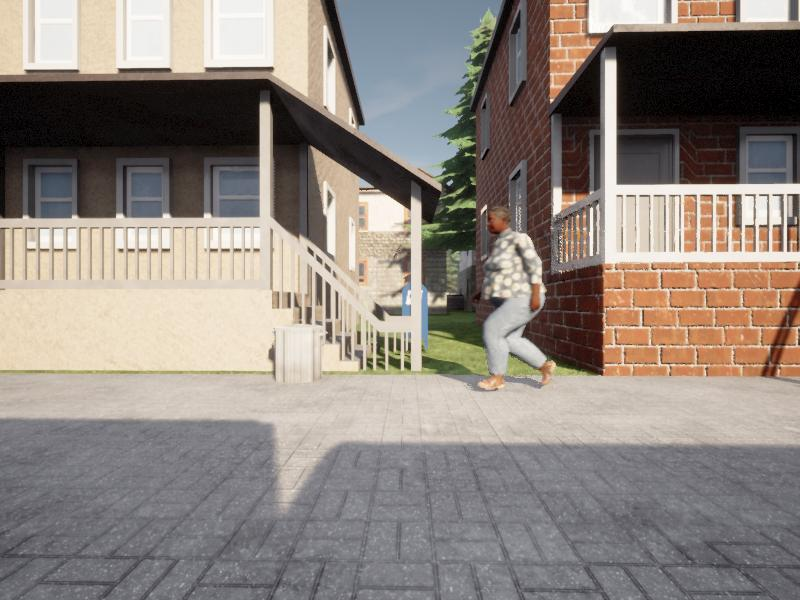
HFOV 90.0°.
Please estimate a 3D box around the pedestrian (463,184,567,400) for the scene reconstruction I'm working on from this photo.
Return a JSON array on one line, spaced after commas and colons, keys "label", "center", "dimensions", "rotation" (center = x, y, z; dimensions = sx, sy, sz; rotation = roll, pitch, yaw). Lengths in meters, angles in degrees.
[{"label": "pedestrian", "center": [1.064, -0.067, 3.853], "dimensions": [0.751, 1.860, 0.751], "rotation": [0, 0, -4]}]
